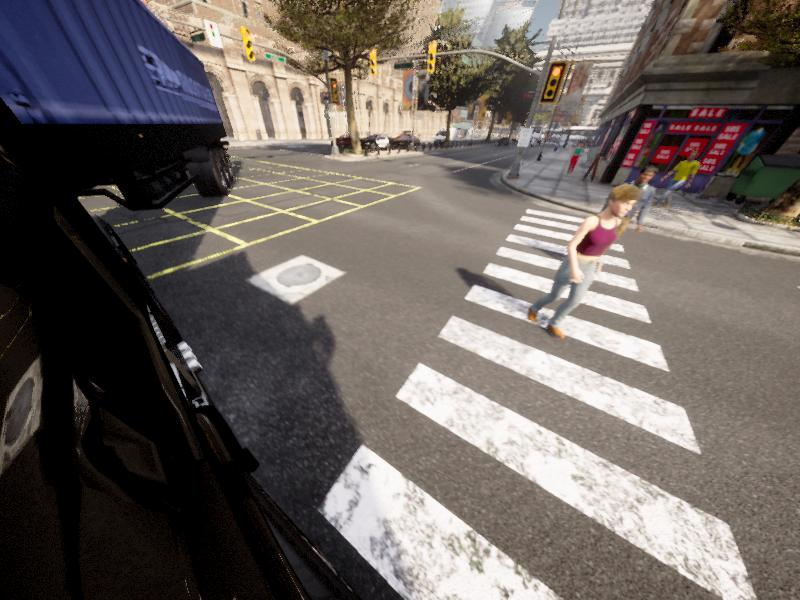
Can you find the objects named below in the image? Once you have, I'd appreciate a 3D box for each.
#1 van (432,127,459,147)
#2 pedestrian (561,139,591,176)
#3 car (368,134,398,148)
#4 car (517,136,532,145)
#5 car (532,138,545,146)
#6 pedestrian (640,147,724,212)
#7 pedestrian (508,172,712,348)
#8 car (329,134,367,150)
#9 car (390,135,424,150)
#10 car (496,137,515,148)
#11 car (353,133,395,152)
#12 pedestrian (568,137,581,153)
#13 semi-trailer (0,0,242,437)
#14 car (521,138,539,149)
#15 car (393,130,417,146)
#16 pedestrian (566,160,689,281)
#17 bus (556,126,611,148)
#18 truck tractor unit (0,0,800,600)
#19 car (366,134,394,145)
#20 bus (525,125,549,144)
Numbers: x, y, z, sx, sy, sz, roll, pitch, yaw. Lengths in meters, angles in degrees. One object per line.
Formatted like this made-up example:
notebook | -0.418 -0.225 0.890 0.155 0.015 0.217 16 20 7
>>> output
van | 7.882 -27.929 39.508 1.988 2.561 5.915 22 41 24
pedestrian | 10.903 -8.850 14.363 0.751 1.860 0.751 25 42 27
car | -2.237 -22.184 32.146 1.994 1.385 4.181 23 41 25
car | 30.997 -39.649 57.435 2.033 1.649 4.856 22 41 24
car | 32.581 -37.127 54.232 1.845 1.501 3.633 23 41 25
pedestrian | 9.455 -4.072 7.862 0.751 1.860 0.751 -6 38 -11
pedestrian | 2.067 -0.362 2.678 0.751 1.860 0.751 0 37 -4
car | -6.053 -18.734 27.279 1.994 1.385 4.181 22 41 24
car | 1.031 -21.280 31.115 2.033 1.411 5.357 22 41 24
car | 19.705 -29.362 43.041 1.837 1.490 4.892 22 41 24
car | -2.811 -17.861 26.174 2.038 1.542 4.974 22 41 24
pedestrian | 25.661 -22.804 34.007 0.751 1.860 0.751 21 40 23
semi-trailer | -6.663 -4.476 5.539 2.717 4.402 14.254 -15 40 -21
car | 25.605 -30.837 45.358 2.038 1.542 4.974 22 41 24
car | 0.852 -25.196 35.942 1.905 1.878 3.866 22 41 24
pedestrian | 3.943 -1.421 4.216 0.751 1.860 0.751 25 42 27
bus | 49.377 -44.276 62.585 3.944 4.253 10.273 -25 45 -32
truck tractor unit | -2.645 -0.295 0.351 6.516 4.208 3.053 28 44 30
car | -3.023 -25.063 36.013 1.895 1.301 4.718 22 41 24
bus | 42.310 -51.045 71.231 3.944 4.253 10.273 22 41 24
